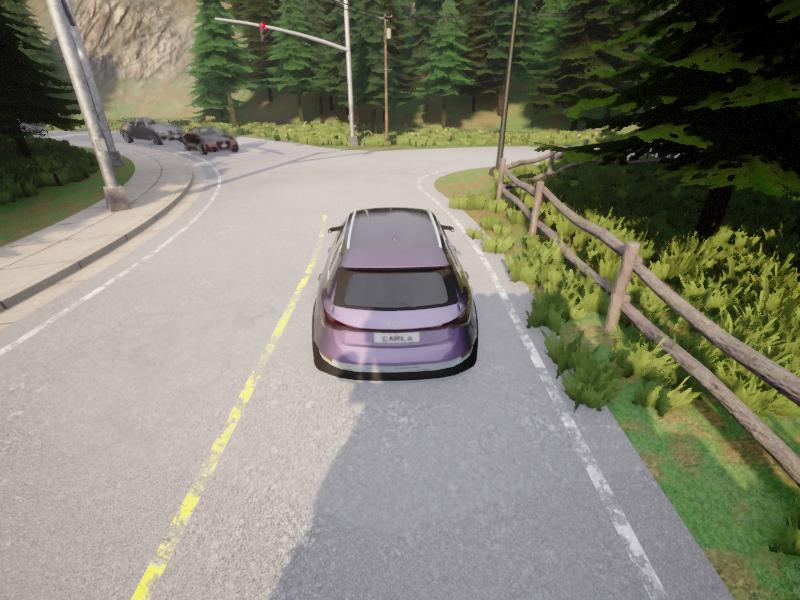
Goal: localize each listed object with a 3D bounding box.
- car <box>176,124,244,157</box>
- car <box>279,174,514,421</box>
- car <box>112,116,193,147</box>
[{"bbox_3d":[-11.114,-9.347,23.337,1.994,1.385,4.181,-24,35,-38],"label":"car"},{"bbox_3d":[-0.114,-0.592,5.995,2.033,1.649,4.856,-1,27,-2],"label":"car"},{"bbox_3d":[-17.184,-11.765,27.768,5.027,1.651,2.152,14,30,25],"label":"car"}]
